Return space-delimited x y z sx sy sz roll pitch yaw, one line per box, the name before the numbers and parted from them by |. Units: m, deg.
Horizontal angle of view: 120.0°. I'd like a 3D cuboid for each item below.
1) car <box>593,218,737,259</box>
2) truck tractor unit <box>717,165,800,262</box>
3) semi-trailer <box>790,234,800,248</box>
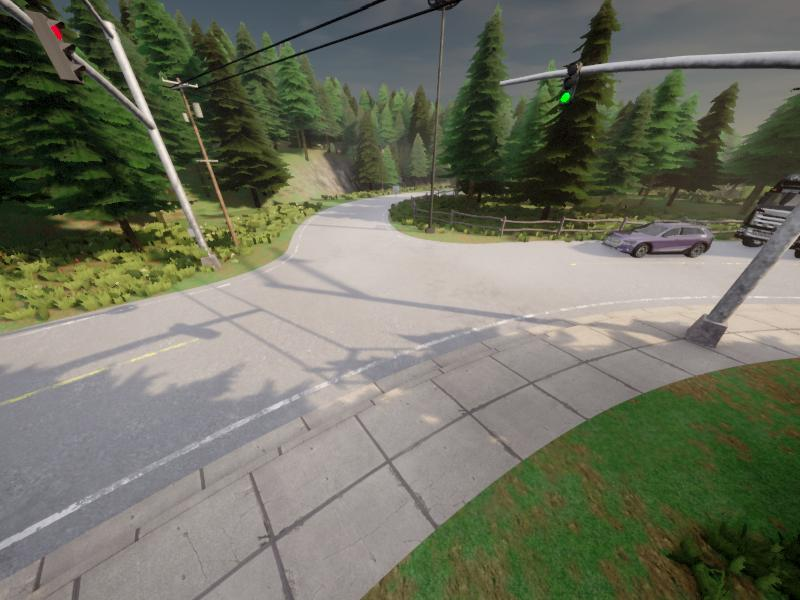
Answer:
car | 13.963 -3.365 12.511 4.856 1.649 2.033 0 30 0
truck tractor unit | 22.726 -4.415 11.743 6.516 4.208 3.053 1 30 1
semi-trailer | 30.635 -4.394 11.504 14.254 4.402 2.717 1 30 1
